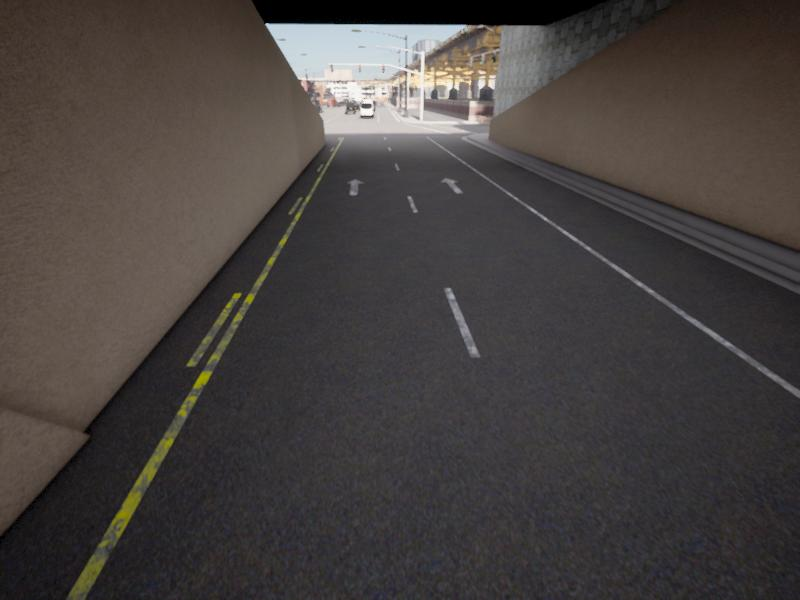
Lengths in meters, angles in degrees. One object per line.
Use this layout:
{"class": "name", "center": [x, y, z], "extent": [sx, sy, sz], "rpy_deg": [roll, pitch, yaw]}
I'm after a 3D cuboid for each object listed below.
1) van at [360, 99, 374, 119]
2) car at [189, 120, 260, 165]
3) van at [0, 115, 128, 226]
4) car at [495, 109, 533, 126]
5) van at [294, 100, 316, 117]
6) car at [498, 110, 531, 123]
{"class": "van", "center": [-5.129, -29.939, 62.617], "extent": [1.988, 2.561, 5.915], "rpy_deg": [-1, 27, -2]}
{"class": "car", "center": [-9.137, -8.529, 21.374], "extent": [1.932, 1.855, 4.605], "rpy_deg": [-2, 26, -4]}
{"class": "van", "center": [-11.957, -4.448, 12.764], "extent": [2.351, 2.431, 6.366], "rpy_deg": [-2, 27, -4]}
{"class": "car", "center": [13.400, -21.392, 46.871], "extent": [2.038, 1.542, 4.974], "rpy_deg": [21, 34, 36]}
{"class": "van", "center": [-15.973, -32.417, 67.616], "extent": [2.351, 2.431, 6.366], "rpy_deg": [-2, 27, -3]}
{"class": "car", "center": [13.433, -21.550, 46.835], "extent": [1.853, 1.218, 4.536], "rpy_deg": [21, 34, 36]}
